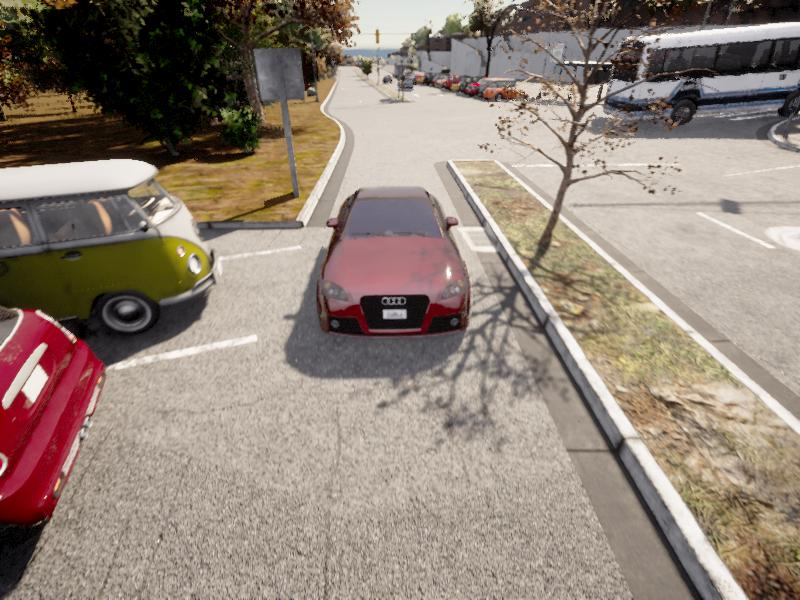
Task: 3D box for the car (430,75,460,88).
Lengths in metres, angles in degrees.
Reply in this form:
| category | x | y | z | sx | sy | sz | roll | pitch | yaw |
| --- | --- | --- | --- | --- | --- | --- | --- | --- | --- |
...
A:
| category | x | y | z | sx | sy | sz | roll | pitch | yaw |
| --- | --- | --- | --- | --- | --- | --- | --- | --- | --- |
| car | 7.611 | -36.990 | 67.624 | 4.553 | 1.767 | 2.185 | -14 | 33 | -23 |

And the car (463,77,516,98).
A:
| category | x | y | z | sx | sy | sz | roll | pitch | yaw |
| --- | --- | --- | --- | --- | --- | --- | --- | --- | --- |
| car | 10.467 | -25.011 | 46.984 | 5.566 | 2.045 | 2.435 | -14 | 34 | -23 |

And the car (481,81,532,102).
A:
| category | x | y | z | sx | sy | sz | roll | pitch | yaw |
| --- | --- | --- | --- | --- | --- | --- | --- | --- | --- |
| car | 11.106 | -21.870 | 41.893 | 4.553 | 1.767 | 2.185 | -14 | 33 | -23 |

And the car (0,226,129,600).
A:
| category | x | y | z | sx | sy | sz | roll | pitch | yaw |
| --- | --- | --- | --- | --- | --- | --- | --- | --- | --- |
| car | -4.774 | 1.055 | 2.438 | 4.553 | 1.767 | 2.185 | -11 | 32 | -17 |

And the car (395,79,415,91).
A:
| category | x | y | z | sx | sy | sz | roll | pitch | yaw |
| --- | --- | --- | --- | --- | --- | --- | --- | --- | --- |
| car | 0.744 | -32.511 | 60.428 | 2.033 | 1.411 | 5.357 | -5 | 31 | -8 |

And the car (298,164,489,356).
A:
| category | x | y | z | sx | sy | sz | roll | pitch | yaw |
| --- | --- | --- | --- | --- | --- | --- | --- | --- | --- |
| car | -0.117 | -0.994 | 6.329 | 1.994 | 1.385 | 4.181 | -1 | 30 | -1 |

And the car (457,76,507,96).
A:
| category | x | y | z | sx | sy | sz | roll | pitch | yaw |
| --- | --- | --- | --- | --- | --- | --- | --- | --- | --- |
| car | 10.172 | -26.543 | 49.590 | 5.566 | 2.045 | 2.435 | -14 | 33 | -23 |

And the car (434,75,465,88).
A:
| category | x | y | z | sx | sy | sz | roll | pitch | yaw |
| --- | --- | --- | --- | --- | --- | --- | --- | --- | --- |
| car | 8.032 | -35.496 | 65.073 | 4.553 | 1.767 | 2.185 | -14 | 34 | -23 |

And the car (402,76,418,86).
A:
| category | x | y | z | sx | sy | sz | roll | pitch | yaw |
| --- | --- | --- | --- | --- | --- | --- | --- | --- | --- |
| car | 1.819 | -39.800 | 72.778 | 2.163 | 1.488 | 4.792 | -4 | 30 | -6 |

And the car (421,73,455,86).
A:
| category | x | y | z | sx | sy | sz | roll | pitch | yaw |
| --- | --- | --- | --- | --- | --- | --- | --- | --- | --- |
| car | 6.941 | -40.119 | 72.733 | 5.566 | 2.045 | 2.435 | -14 | 33 | -23 |

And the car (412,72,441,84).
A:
| category | x | y | z | sx | sy | sz | roll | pitch | yaw |
| --- | --- | --- | --- | --- | --- | --- | --- | --- | --- |
| car | 5.453 | -46.081 | 83.005 | 5.566 | 2.045 | 2.435 | -14 | 33 | -23 |

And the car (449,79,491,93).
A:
| category | x | y | z | sx | sy | sz | roll | pitch | yaw |
| --- | --- | --- | --- | --- | --- | --- | --- | --- | --- |
| car | 9.606 | -29.390 | 54.922 | 5.366 | 1.575 | 1.946 | -14 | 33 | -23 |

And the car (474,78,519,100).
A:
| category | x | y | z | sx | sy | sz | roll | pitch | yaw |
| --- | --- | --- | --- | --- | --- | --- | --- | --- | --- |
| car | 10.720 | -23.454 | 44.387 | 4.442 | 1.987 | 1.878 | -14 | 34 | -23 |

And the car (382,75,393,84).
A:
| category | x | y | z | sx | sy | sz | roll | pitch | yaw |
| --- | --- | --- | --- | --- | --- | --- | --- | --- | --- |
| car | -2.682 | -45.920 | 83.350 | 1.816 | 1.474 | 4.193 | -4 | 30 | -6 |

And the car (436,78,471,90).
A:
| category | x | y | z | sx | sy | sz | roll | pitch | yaw |
| --- | --- | --- | --- | --- | --- | --- | --- | --- | --- |
| car | 8.369 | -33.873 | 62.557 | 4.892 | 1.521 | 2.231 | -14 | 34 | -23 |

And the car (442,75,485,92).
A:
| category | x | y | z | sx | sy | sz | roll | pitch | yaw |
| --- | --- | --- | --- | --- | --- | --- | --- | --- | --- |
| car | 9.109 | -31.081 | 57.305 | 5.566 | 2.045 | 2.435 | -14 | 33 | -23 |

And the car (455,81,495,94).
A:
| category | x | y | z | sx | sy | sz | roll | pitch | yaw |
| --- | --- | --- | --- | --- | --- | --- | --- | --- | --- |
| car | 9.790 | -27.799 | 52.299 | 4.674 | 1.452 | 2.002 | -14 | 33 | -23 |

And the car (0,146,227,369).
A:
| category | x | y | z | sx | sy | sz | roll | pitch | yaw |
| --- | --- | --- | --- | --- | --- | --- | --- | --- | --- |
| car | -4.754 | -0.545 | 4.970 | 4.442 | 1.987 | 1.878 | -12 | 32 | -18 |

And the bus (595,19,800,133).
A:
| category | x | y | z | sx | sy | sz | roll | pitch | yaw |
| --- | --- | --- | --- | --- | --- | --- | --- | --- | --- |
| bus | 16.862 | -12.005 | 21.384 | 10.273 | 4.253 | 3.944 | -4 | 33 | 3 |
